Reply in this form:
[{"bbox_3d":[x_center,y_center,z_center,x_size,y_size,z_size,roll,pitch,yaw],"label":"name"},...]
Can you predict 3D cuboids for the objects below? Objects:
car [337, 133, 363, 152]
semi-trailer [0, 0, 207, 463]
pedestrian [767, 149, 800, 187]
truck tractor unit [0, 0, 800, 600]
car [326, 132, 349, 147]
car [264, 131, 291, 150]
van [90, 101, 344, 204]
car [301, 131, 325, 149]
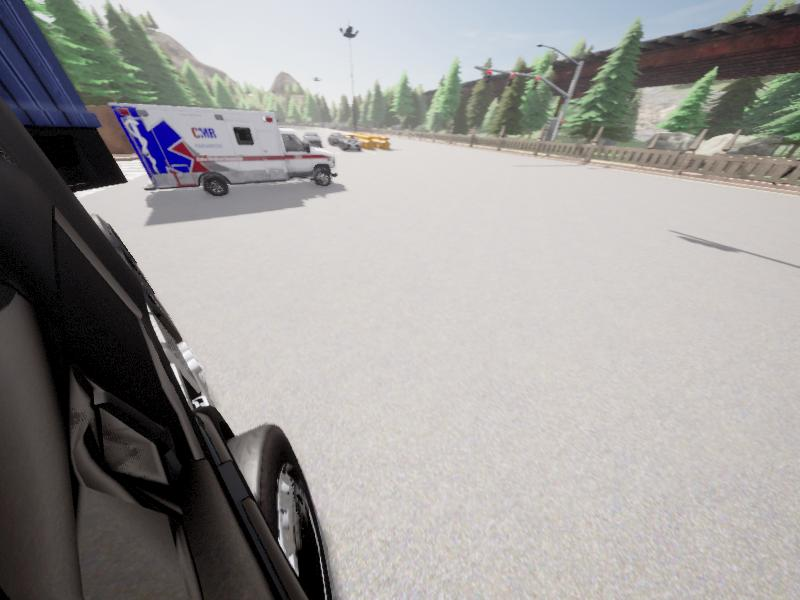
[{"bbox_3d":[-5.383,-16.852,24.664,1.970,1.475,3.806,-11,39,-18],"label":"car"},{"bbox_3d":[-10.101,-1.332,1.102,14.254,4.402,2.717,2,36,-2],"label":"semi-trailer"},{"bbox_3d":[23.749,-7.918,13.888,0.751,1.860,0.751,-11,39,-18],"label":"pedestrian"},{"bbox_3d":[-2.645,-0.295,0.352,6.516,4.208,3.053,28,44,30],"label":"truck tractor unit"},{"bbox_3d":[-8.105,-20.828,29.912,1.994,1.385,4.181,-13,39,-20],"label":"car"},{"bbox_3d":[-12.514,-16.469,23.797,1.994,1.385,4.181,-11,39,-18],"label":"car"},{"bbox_3d":[-5.698,-5.520,8.667,6.366,2.431,2.351,-21,43,-28],"label":"van"},{"bbox_3d":[-10.240,-18.721,26.936,2.033,1.411,5.357,-11,39,-18],"label":"car"}]
